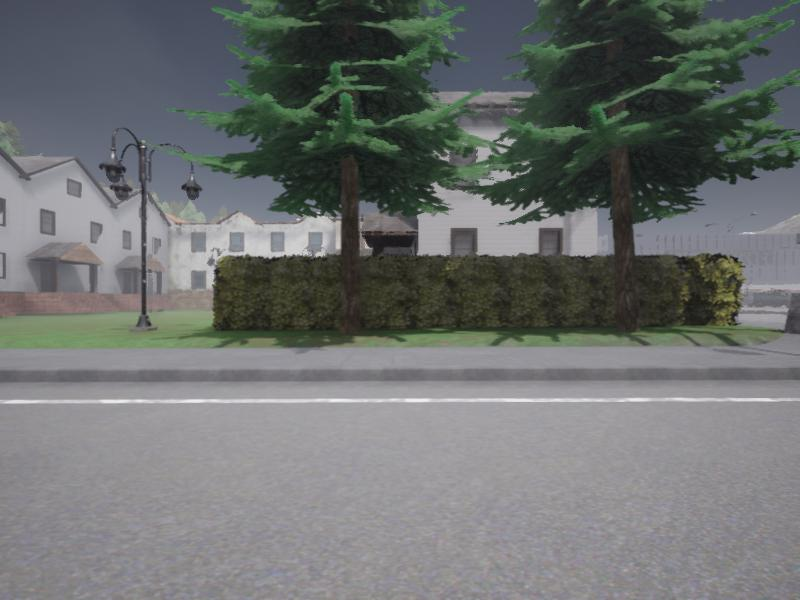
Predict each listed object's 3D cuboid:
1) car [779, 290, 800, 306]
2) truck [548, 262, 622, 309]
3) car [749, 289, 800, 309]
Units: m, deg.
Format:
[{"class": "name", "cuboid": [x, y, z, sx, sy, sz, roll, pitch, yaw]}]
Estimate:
[{"class": "car", "cuboid": [42.094, -0.244, 40.708, 2.152, 1.636, 5.027, 0, 0, 0]}, {"class": "truck", "cuboid": [16.621, -1.166, 36.863, 2.891, 3.827, 8.468, 0, 0, 0]}, {"class": "car", "cuboid": [32.048, -0.065, 33.290, 2.007, 1.523, 4.514, 0, 0, 0]}]
